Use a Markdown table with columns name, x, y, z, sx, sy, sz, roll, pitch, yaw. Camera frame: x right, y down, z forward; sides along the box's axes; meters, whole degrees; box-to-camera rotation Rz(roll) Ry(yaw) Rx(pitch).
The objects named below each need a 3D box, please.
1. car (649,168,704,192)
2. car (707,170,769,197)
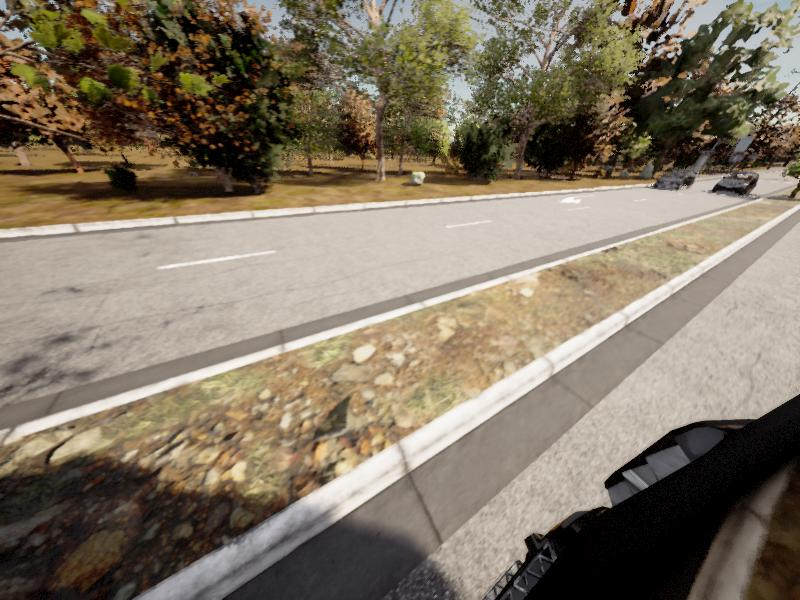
| name | x | y | z | sx | sy | sz | roll | pitch | yaw |
| --- | --- | --- | --- | --- | --- | --- | --- | --- | --- |
| car | 23.926 | -10.415 | 19.983 | 3.705 | 1.549 | 1.789 | -16 | 38 | -26 |
| car | 27.903 | -9.672 | 19.082 | 3.988 | 1.617 | 1.851 | -16 | 38 | -26 |
